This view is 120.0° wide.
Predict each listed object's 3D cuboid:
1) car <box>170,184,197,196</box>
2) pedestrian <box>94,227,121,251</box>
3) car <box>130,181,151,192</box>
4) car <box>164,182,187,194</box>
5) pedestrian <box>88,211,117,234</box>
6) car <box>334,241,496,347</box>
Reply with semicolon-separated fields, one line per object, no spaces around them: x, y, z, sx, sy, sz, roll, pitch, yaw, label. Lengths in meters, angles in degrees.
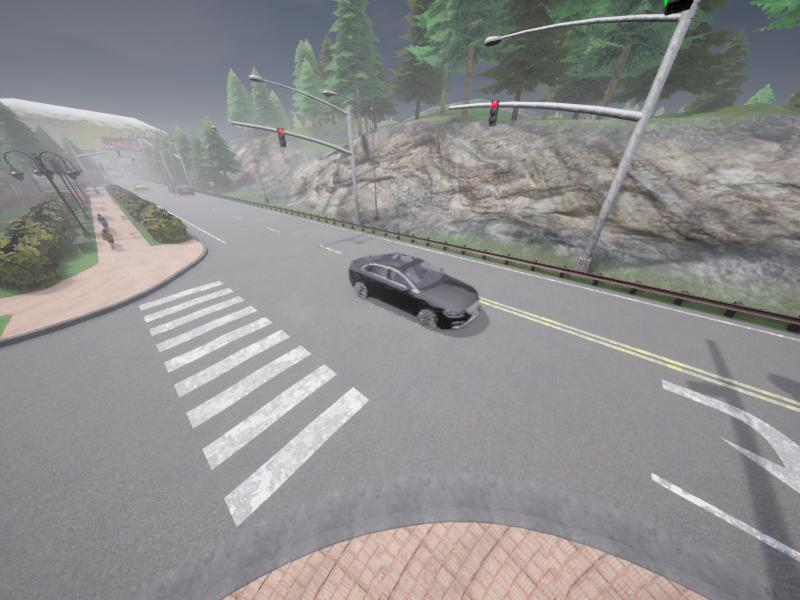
-36.151;-18.362;38.536;4.792;1.488;2.163;23;37;34;car
-15.691;-3.266;12.418;0.500;1.100;0.500;-25;38;-36;pedestrian
-51.257;-22.504;45.650;5.366;1.575;1.801;23;37;34;car
-40.749;-20.336;41.907;3.988;1.617;1.851;23;37;34;car
-20.206;-5.278;15.703;0.751;1.300;0.751;25;38;36;pedestrian
0.244;-0.604;7.791;4.902;1.511;2.128;22;37;35;car
